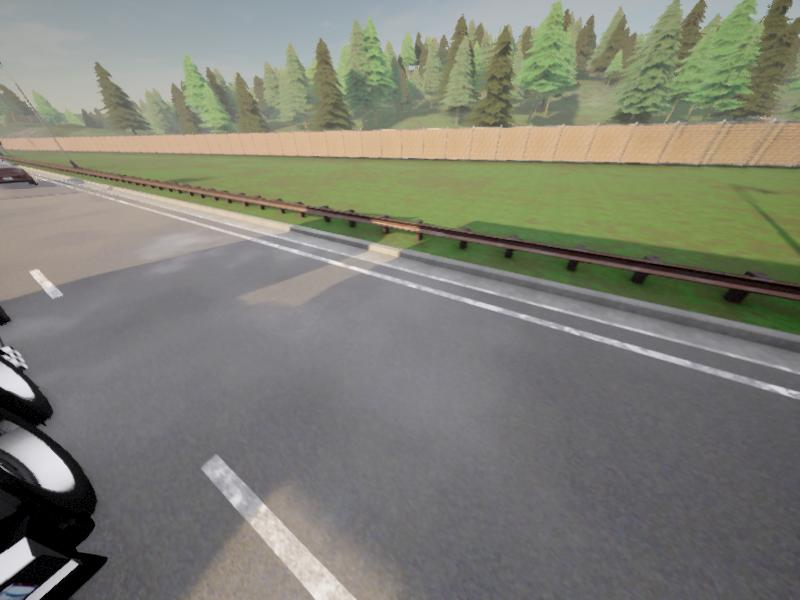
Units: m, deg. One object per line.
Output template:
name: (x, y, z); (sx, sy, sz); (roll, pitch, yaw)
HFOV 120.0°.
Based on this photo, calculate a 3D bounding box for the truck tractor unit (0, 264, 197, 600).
truck tractor unit: (-5.116, -0.293, 0.791); (6.516, 4.208, 3.053); (18, 39, 24)

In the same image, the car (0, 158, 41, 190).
car: (-24.954, -7.904, 14.379); (4.674, 1.442, 1.812); (18, 39, 24)
